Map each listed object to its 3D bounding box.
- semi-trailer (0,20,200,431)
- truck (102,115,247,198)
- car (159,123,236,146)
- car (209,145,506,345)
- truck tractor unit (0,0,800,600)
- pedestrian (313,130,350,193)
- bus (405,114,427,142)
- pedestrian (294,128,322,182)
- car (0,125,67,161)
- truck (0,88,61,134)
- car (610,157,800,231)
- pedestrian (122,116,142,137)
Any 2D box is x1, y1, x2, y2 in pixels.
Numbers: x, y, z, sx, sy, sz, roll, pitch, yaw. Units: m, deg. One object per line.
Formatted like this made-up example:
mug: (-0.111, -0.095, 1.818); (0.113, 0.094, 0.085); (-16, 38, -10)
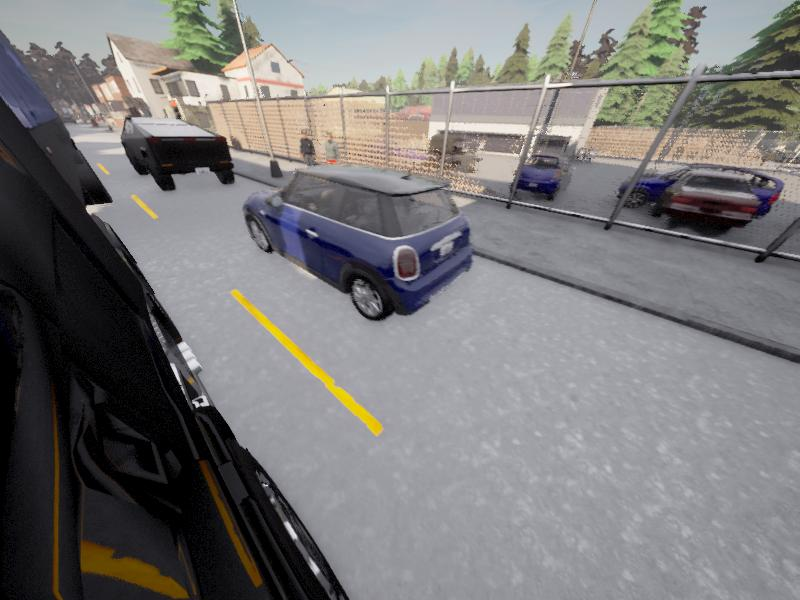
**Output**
semi-trailer: (-8.595, -3.676, 4.321); (14.254, 4.402, 2.717); (29, 44, 31)
truck: (-9.211, -6.034, 9.369); (6.274, 2.098, 2.390); (28, 44, 30)
car: (-19.874, -16.427, 22.945); (1.930, 1.638, 5.238); (32, 46, 33)
car: (-0.998, -1.539, 4.152); (4.553, 1.767, 2.097); (28, 44, 30)
truck tractor unit: (-2.645, -0.295, 0.351); (6.516, 4.208, 3.053); (28, 44, 30)
pedestrian: (-2.439, -5.028, 8.451); (0.751, 1.860, 0.751); (16, 39, 17)
bus: (3.189, -37.164, 49.977); (3.944, 4.253, 10.273); (2, 37, -1)
pedestrian: (-3.846, -6.135, 9.838); (0.751, 1.860, 0.751); (-7, 38, -13)
car: (-21.383, -9.101, 13.284); (4.181, 1.385, 1.994); (28, 44, 30)
truck: (-43.674, -21.986, 26.993); (8.468, 3.827, 2.891); (28, 44, 30)
car: (10.099, -3.862, 8.066); (3.705, 1.547, 1.789); (28, 44, 30)
pedestrian: (-30.330, -19.627, 26.127); (0.751, 1.860, 0.751); (-27, 46, -34)
